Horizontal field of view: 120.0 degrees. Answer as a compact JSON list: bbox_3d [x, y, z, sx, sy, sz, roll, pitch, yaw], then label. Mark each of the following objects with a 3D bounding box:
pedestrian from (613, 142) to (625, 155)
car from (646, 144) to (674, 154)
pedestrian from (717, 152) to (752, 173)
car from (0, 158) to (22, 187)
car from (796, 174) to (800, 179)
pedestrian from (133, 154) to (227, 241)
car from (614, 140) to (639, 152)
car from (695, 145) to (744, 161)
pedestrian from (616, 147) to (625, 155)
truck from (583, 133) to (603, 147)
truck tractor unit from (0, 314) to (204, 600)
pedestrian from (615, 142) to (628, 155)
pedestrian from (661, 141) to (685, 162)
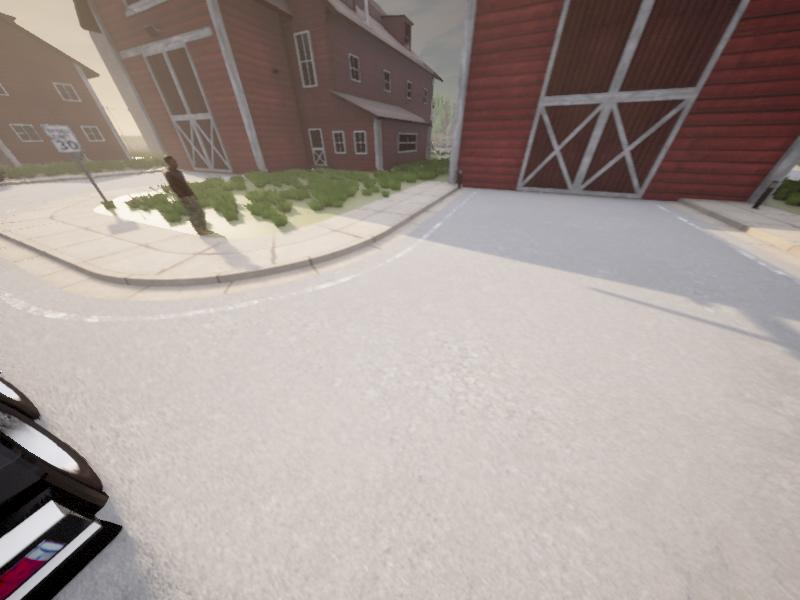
[{"bbox_3d":[36.480,-25.263,38.510,0.751,1.860,0.751,17,38,24],"label":"pedestrian"},{"bbox_3d":[48.346,-28.241,43.119,1.812,1.442,4.674,15,38,21],"label":"car"},{"bbox_3d":[25.155,-10.400,17.412,0.751,1.300,0.751,15,38,21],"label":"pedestrian"},{"bbox_3d":[-24.584,-6.992,12.332,3.866,1.878,1.905,-12,42,-13],"label":"car"},{"bbox_3d":[27.103,-7.454,13.468,1.895,1.301,4.718,15,38,21],"label":"car"},{"bbox_3d":[-5.310,-2.524,5.753,0.751,1.860,0.751,-3,35,-5],"label":"pedestrian"},{"bbox_3d":[48.136,-32.850,49.238,2.150,2.045,5.566,15,38,21],"label":"car"},{"bbox_3d":[40.270,-18.669,29.251,1.851,1.617,3.988,15,38,21],"label":"car"},{"bbox_3d":[36.567,-24.622,38.252,0.500,1.100,0.500,-3,35,-4],"label":"pedestrian"},{"bbox_3d":[65.885,-54.769,79.103,2.891,3.827,8.468,15,38,21],"label":"truck"},{"bbox_3d":[-5.194,-0.209,0.650,6.516,4.208,3.053,15,38,20],"label":"truck tractor unit"},{"bbox_3d":[38.253,-26.200,39.847,0.751,1.860,0.751,10,36,14],"label":"pedestrian"},{"bbox_3d":[29.820,-16.228,25.279,0.751,1.860,0.751,16,38,22],"label":"pedestrian"}]
